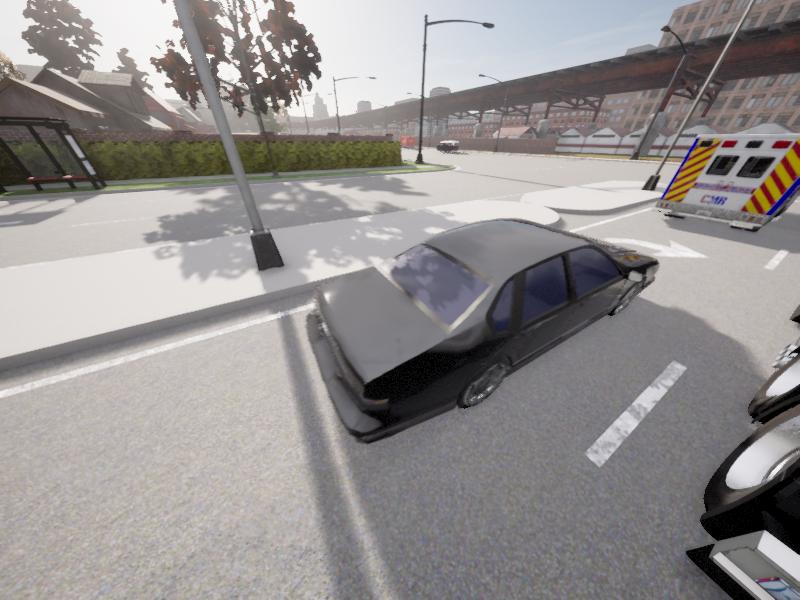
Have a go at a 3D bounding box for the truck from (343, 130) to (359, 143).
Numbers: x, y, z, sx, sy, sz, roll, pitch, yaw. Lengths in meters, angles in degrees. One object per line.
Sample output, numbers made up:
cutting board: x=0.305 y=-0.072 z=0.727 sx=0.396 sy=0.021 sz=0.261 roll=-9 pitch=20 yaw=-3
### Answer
truck: x=-18.886 y=-62.617 z=88.279 sx=2.891 sy=3.827 sz=8.468 roll=-18 pitch=40 yaw=-24

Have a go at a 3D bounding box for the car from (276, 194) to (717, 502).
car: x=1.531 y=-0.285 z=3.199 sx=5.357 sy=1.411 sz=2.033 roll=-18 pitch=39 yaw=-24

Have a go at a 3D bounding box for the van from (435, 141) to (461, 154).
van: x=9.320 y=-29.931 z=45.209 sx=2.069 sy=2.038 sz=4.480 roll=-24 pitch=43 yaw=-31

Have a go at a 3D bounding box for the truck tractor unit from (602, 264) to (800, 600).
truck tractor unit: x=5.107 y=-0.305 z=0.780 sx=6.516 sy=4.208 sz=3.053 roll=-18 pitch=39 yaw=-24

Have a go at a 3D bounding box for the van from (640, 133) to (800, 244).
van: x=11.547 y=-3.975 z=7.667 sx=6.366 sy=2.431 sz=2.351 roll=-18 pitch=39 yaw=-24
